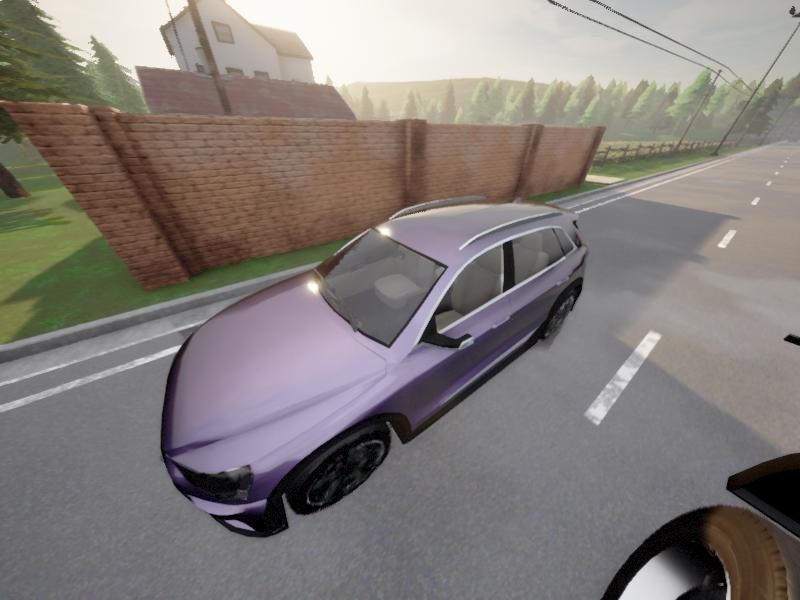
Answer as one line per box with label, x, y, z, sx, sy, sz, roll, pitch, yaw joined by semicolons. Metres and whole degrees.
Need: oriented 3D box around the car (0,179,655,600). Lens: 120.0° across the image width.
car;0.353;-0.126;2.667;4.856;1.649;2.033;-22;41;-28
